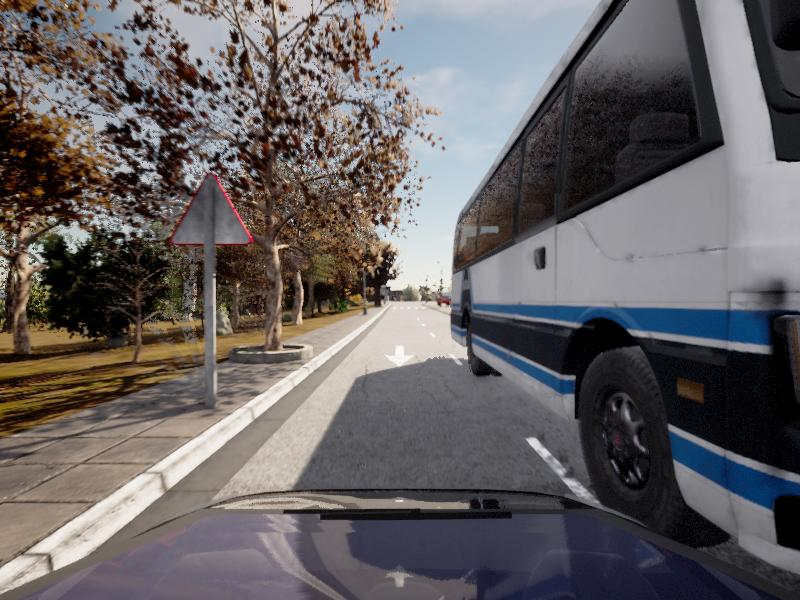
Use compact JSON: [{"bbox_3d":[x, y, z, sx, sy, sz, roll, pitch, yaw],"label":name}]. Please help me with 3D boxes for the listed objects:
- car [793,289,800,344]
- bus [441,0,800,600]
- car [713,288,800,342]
[{"bbox_3d":[16.755,0.632,14.452,4.442,1.987,1.878,1,0,-20],"label":"car"},{"bbox_3d":[3.121,-0.526,6.200,3.944,4.253,10.273,0,0,0],"label":"bus"},{"bbox_3d":[16.892,0.612,17.495,5.566,2.045,2.435,1,0,-20],"label":"car"}]
